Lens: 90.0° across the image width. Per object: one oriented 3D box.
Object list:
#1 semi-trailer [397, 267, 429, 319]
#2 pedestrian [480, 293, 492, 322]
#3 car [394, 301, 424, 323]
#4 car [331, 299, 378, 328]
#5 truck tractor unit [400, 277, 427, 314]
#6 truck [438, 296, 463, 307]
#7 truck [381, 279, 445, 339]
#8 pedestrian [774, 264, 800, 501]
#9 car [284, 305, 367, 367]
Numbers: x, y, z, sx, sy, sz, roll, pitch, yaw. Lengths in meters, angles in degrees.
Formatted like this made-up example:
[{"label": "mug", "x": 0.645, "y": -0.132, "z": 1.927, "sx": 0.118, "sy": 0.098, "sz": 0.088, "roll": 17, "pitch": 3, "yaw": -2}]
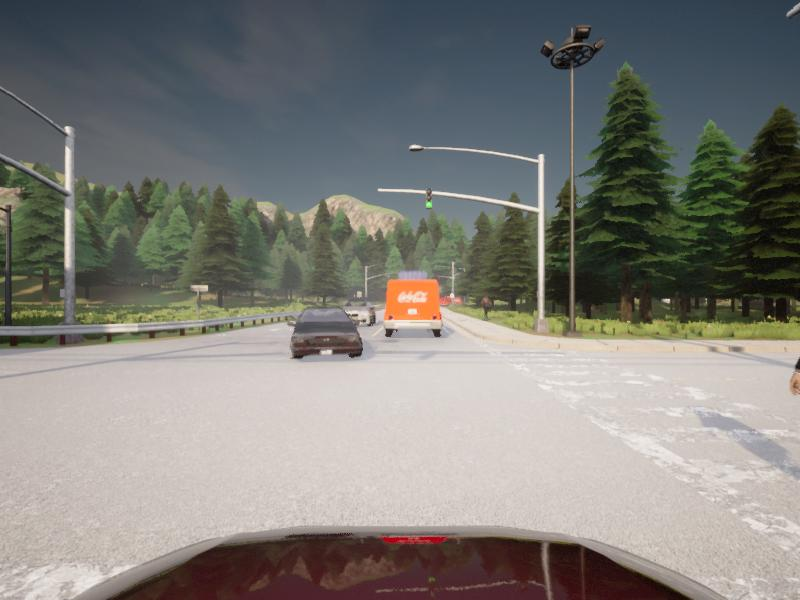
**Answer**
[{"label": "semi-trailer", "x": 1.390, "y": -0.615, "z": 40.984, "sx": 2.717, "sy": 4.402, "sz": 14.254, "roll": 0, "pitch": 0, "yaw": 2}, {"label": "pedestrian", "x": 5.642, "y": 0.486, "z": 26.276, "sx": 0.751, "sy": 1.860, "sz": 0.751, "roll": 0, "pitch": 0, "yaw": 6}, {"label": "car", "x": 0.782, "y": 0.837, "z": 30.652, "sx": 2.128, "sy": 1.511, "sz": 4.902, "roll": 0, "pitch": 0, "yaw": 4}, {"label": "car", "x": -2.705, "y": 0.759, "z": 24.836, "sx": 2.242, "sy": 1.667, "sz": 4.611, "roll": 0, "pitch": 0, "yaw": 2}, {"label": "truck tractor unit", "x": 1.746, "y": -0.519, "z": 48.889, "sx": 3.053, "sy": 4.208, "sz": 6.516, "roll": 0, "pitch": 0, "yaw": 3}, {"label": "truck", "x": 11.502, "y": 0.360, "z": 91.585, "sx": 5.204, "sy": 2.467, "sz": 2.627, "roll": 0, "pitch": 0, "yaw": -35}, {"label": "truck", "x": 0.611, "y": 0.361, "z": 19.112, "sx": 2.627, "sy": 2.467, "sz": 5.204, "roll": 0, "pitch": 0, "yaw": 2}, {"label": "pedestrian", "x": 3.566, "y": 0.647, "z": 3.111, "sx": 0.751, "sy": 1.860, "sz": 0.751, "roll": 0, "pitch": 0, "yaw": -26}, {"label": "car", "x": -2.401, "y": 0.908, "z": 12.513, "sx": 2.033, "sy": 1.411, "sz": 5.357, "roll": 0, "pitch": 0, "yaw": -13}]
